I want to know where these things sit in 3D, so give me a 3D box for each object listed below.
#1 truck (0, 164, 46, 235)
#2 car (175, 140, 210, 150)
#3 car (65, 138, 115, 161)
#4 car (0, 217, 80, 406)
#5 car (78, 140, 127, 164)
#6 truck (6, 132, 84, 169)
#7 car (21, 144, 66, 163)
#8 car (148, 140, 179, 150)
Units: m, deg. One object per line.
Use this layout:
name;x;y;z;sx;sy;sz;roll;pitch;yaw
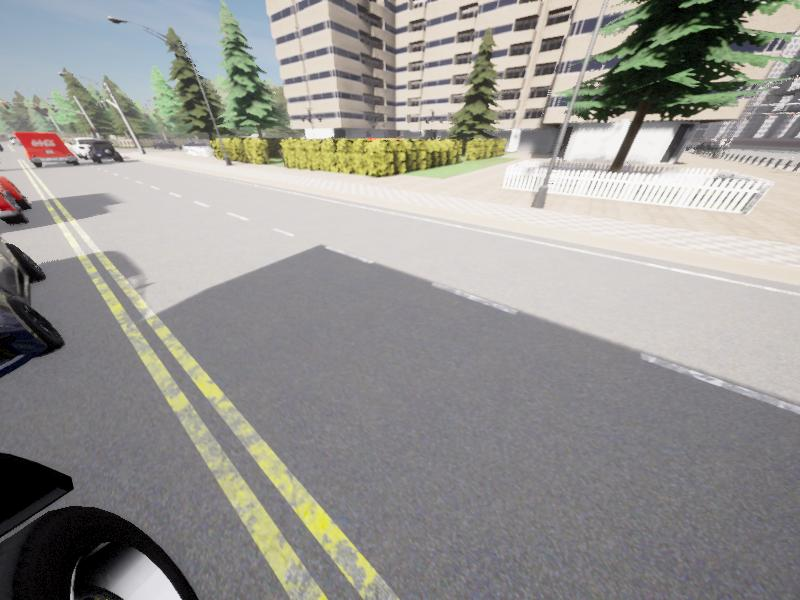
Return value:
truck;-13.397;-3.407;6.497;5.204;2.467;2.627;23;41;28
car;-42.248;-31.693;47.236;2.242;1.667;4.611;23;41;28
car;-35.780;-17.456;26.632;5.566;2.045;2.150;23;41;28
car;-6.254;-0.107;2.571;4.611;1.667;2.242;22;41;29
car;-30.015;-15.006;23.334;3.866;1.878;1.905;23;41;28
truck;-31.291;-13.298;20.397;5.204;2.467;2.627;22;41;28
car;-36.595;-15.109;23.742;3.633;1.501;1.845;23;41;28
car;-47.346;-31.083;46.301;1.845;1.501;3.633;23;41;28
